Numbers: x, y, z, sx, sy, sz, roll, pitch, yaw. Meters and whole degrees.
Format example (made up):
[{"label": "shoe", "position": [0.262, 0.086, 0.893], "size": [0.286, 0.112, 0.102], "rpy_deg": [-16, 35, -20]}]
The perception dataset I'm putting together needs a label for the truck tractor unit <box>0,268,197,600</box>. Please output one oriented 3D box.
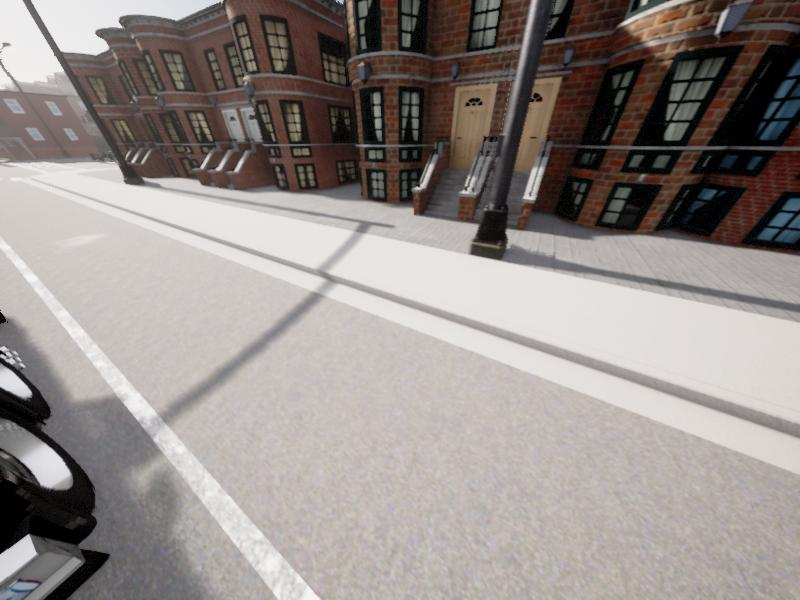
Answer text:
[{"label": "truck tractor unit", "position": [-5.116, -0.297, 0.769], "size": [6.516, 4.208, 3.053], "rpy_deg": [18, 39, 24]}]
